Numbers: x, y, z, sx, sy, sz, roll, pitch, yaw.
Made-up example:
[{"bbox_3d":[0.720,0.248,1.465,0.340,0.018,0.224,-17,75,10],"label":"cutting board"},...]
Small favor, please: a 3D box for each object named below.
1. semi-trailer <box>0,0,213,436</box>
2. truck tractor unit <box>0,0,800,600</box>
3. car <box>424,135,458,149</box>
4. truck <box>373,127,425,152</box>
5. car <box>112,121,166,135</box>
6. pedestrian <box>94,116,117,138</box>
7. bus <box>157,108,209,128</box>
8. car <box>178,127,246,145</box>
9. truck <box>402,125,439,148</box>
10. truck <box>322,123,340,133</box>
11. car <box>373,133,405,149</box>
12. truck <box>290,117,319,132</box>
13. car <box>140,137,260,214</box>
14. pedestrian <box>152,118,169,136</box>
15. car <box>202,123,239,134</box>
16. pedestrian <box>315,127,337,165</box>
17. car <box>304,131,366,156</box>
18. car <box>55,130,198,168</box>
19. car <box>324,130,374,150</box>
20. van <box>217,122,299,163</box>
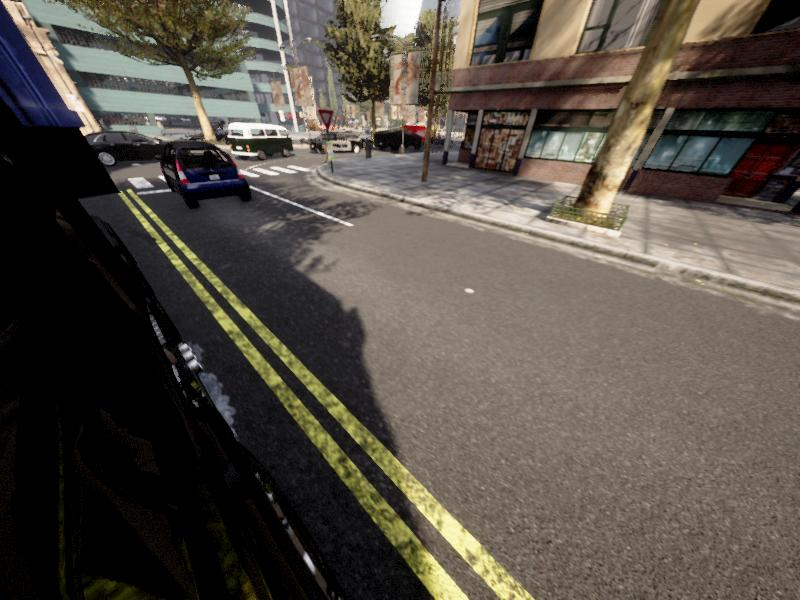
[{"bbox_3d":[-9.571,-2.790,3.121,14.254,4.402,2.717,17,39,18],"label":"semi-trailer"},{"bbox_3d":[-2.645,-0.295,0.351,6.516,4.208,3.053,28,44,30],"label":"truck tractor unit"},{"bbox_3d":[5.728,-22.009,32.139,2.128,1.511,4.902,29,44,31],"label":"car"},{"bbox_3d":[0.006,-18.538,26.679,2.390,2.098,6.274,29,44,31],"label":"truck"},{"bbox_3d":[-37.655,-24.935,33.474,2.161,1.482,4.786,29,44,31],"label":"car"},{"bbox_3d":[-31.390,-18.400,24.627,0.751,1.860,0.751,-29,47,-35],"label":"pedestrian"},{"bbox_3d":[-65.030,-54.711,69.614,10.273,4.253,3.944,-30,47,-35],"label":"bus"},{"bbox_3d":[-20.793,-18.332,25.818,2.033,1.411,5.357,29,44,31],"label":"car"},{"bbox_3d":[2.977,-23.757,33.521,2.627,2.467,5.204,29,44,31],"label":"truck"},{"bbox_3d":[-24.068,-60.040,80.551,5.204,2.467,2.627,16,39,18],"label":"truck"},{"bbox_3d":[-1.364,-20.560,29.829,1.970,1.475,3.806,29,44,31],"label":"car"},{"bbox_3d":[-32.544,-60.233,79.196,8.468,3.827,2.891,10,37,9],"label":"truck"},{"bbox_3d":[-6.697,-4.339,7.710,3.988,1.617,1.851,31,46,33],"label":"car"},{"bbox_3d":[-32.084,-23.188,30.996,0.751,1.860,0.751,25,42,28],"label":"pedestrian"},{"bbox_3d":[-33.046,-31.669,42.679,2.128,1.511,4.902,29,44,31],"label":"car"},{"bbox_3d":[-4.468,-9.290,13.955,0.751,1.860,0.751,-25,45,-32],"label":"pedestrian"},{"bbox_3d":[-5.826,-14.589,21.447,1.930,1.638,5.238,29,44,31],"label":"car"},{"bbox_3d":[-14.974,-8.617,13.062,1.837,1.490,4.892,29,44,31],"label":"car"},{"bbox_3d":[-5.551,-17.919,25.920,1.930,1.638,5.238,29,44,31],"label":"car"},{"bbox_3d":[-9.644,-11.172,16.326,2.069,2.038,4.480,12,38,13],"label":"van"}]
